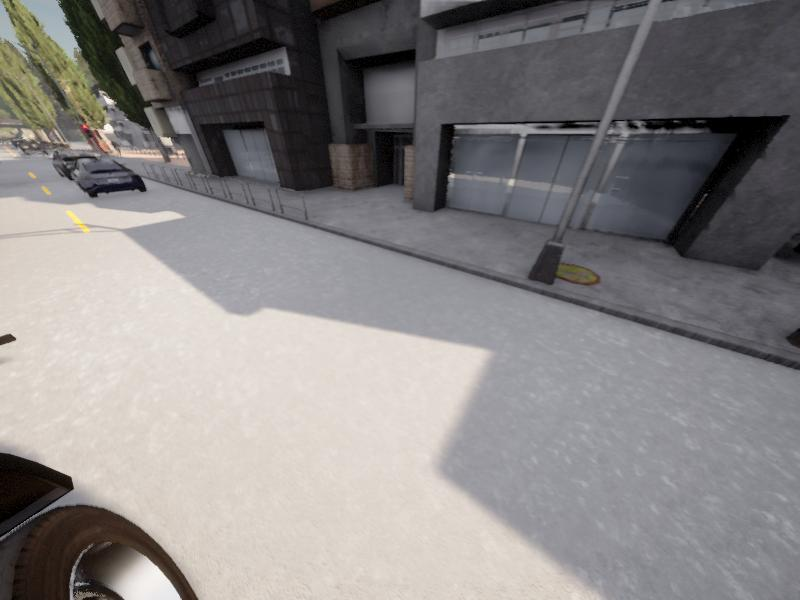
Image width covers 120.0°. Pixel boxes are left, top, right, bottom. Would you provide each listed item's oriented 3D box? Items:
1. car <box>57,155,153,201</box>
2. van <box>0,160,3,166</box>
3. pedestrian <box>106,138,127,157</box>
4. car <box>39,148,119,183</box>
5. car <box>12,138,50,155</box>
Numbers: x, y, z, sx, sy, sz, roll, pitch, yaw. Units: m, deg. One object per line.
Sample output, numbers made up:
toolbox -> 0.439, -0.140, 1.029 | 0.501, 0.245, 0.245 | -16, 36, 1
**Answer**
car -> -14.111, -5.964, 11.049 | 4.181, 1.385, 1.994 | 24, 42, 30
van -> -38.017, -13.392, 20.351 | 5.915, 2.561, 1.988 | 22, 41, 28
pedestrian -> -33.792, -18.185, 27.548 | 0.751, 1.860, 0.751 | 19, 39, 25
car -> -20.089, -8.500, 14.454 | 4.514, 1.525, 2.007 | 22, 41, 28
car -> -51.251, -21.341, 32.071 | 4.605, 1.855, 1.932 | 22, 40, 28
